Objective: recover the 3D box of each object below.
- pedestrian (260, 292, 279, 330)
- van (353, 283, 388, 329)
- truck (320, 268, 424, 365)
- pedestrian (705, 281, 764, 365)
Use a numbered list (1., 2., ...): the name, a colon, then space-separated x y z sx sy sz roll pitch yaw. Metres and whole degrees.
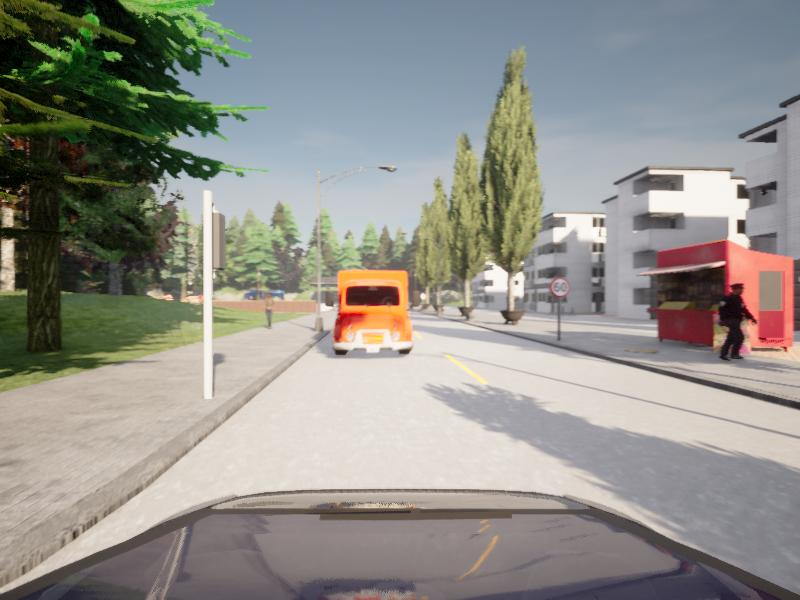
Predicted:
1. pedestrian: -6.472 0.521 19.878 0.751 1.860 0.751 0 0 -6
2. van: -1.885 0.291 25.702 1.988 2.561 5.915 0 1 -4
3. truck: -0.872 0.310 12.796 2.627 2.467 5.204 0 2 -4
4. pedestrian: 7.786 0.508 9.330 0.751 1.860 0.751 0 0 -12
